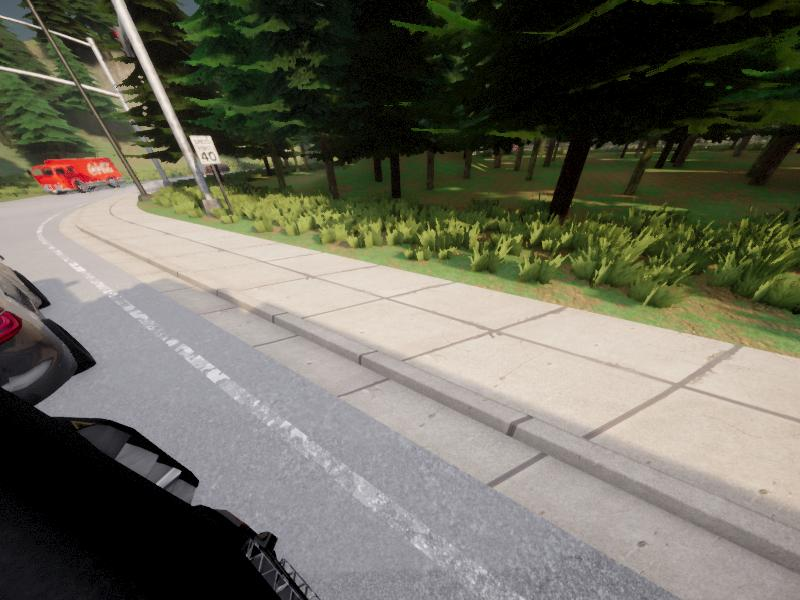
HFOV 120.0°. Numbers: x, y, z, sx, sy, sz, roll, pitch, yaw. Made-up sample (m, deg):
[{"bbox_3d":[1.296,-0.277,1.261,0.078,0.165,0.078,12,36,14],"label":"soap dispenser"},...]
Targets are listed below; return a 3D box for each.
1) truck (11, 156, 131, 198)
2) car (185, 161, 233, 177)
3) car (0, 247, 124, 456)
[{"bbox_3d":[-27.775,-10.784,20.015,2.627,2.467,5.204,-6,35,-4],"label":"truck"},{"bbox_3d":[-26.197,-18.155,31.956,1.812,1.442,4.674,11,36,20],"label":"car"},{"bbox_3d":[-5.787,0.288,2.438,4.611,1.667,2.242,16,38,26],"label":"car"}]
